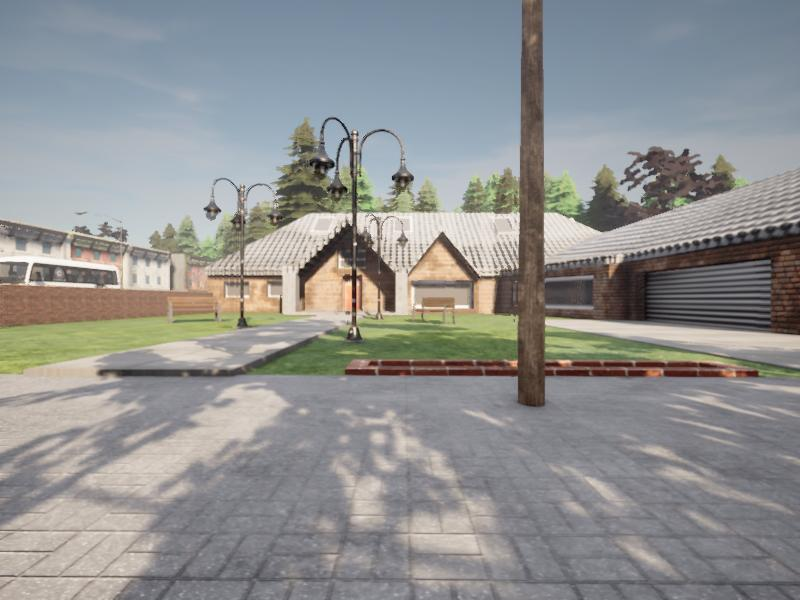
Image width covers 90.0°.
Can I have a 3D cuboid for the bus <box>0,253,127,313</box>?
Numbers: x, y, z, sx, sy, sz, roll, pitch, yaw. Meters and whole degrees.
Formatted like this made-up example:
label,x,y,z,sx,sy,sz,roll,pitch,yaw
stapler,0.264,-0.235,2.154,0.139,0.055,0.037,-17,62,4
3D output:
label,x,y,z,sx,sy,sz,roll,pitch,yaw
bus,-28.284,-1.221,33.396,3.944,4.253,10.273,0,0,1
